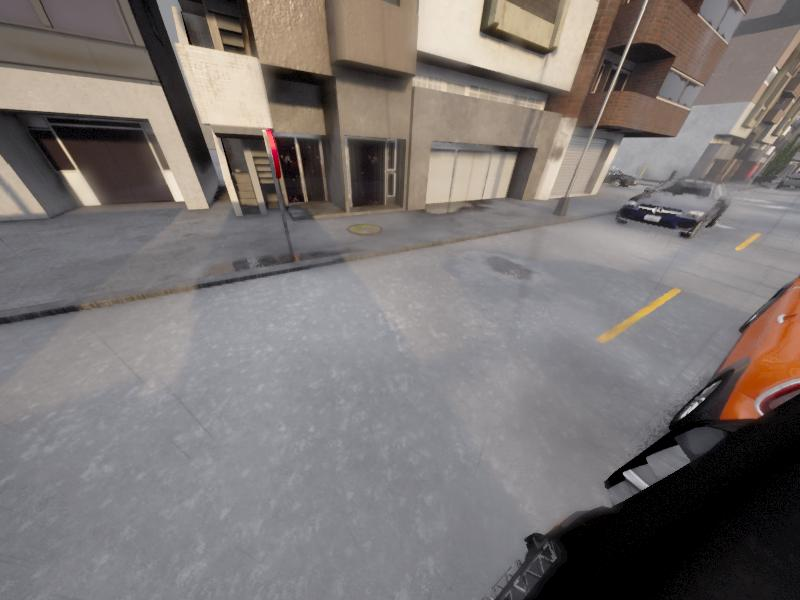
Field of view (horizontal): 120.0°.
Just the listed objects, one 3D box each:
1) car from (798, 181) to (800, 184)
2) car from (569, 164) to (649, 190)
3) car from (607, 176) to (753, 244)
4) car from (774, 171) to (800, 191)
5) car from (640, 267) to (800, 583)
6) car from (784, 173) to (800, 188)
[{"bbox_3d":[65.452,-19.146,36.462,3.806,1.475,1.970,-16,38,-26],"label":"car"},{"bbox_3d":[18.350,-11.051,20.640,1.837,1.490,4.892,-12,36,-22],"label":"car"},{"bbox_3d":[10.660,-3.659,8.805,5.027,1.651,2.152,-17,39,-28],"label":"car"},{"bbox_3d":[45.543,-13.605,26.303,4.553,1.767,2.097,-16,38,-26],"label":"car"},{"bbox_3d":[4.629,0.596,1.780,4.553,1.767,2.097,-16,38,-26],"label":"car"},{"bbox_3d":[51.693,-15.270,29.475,5.366,1.575,1.801,-16,38,-26],"label":"car"}]
